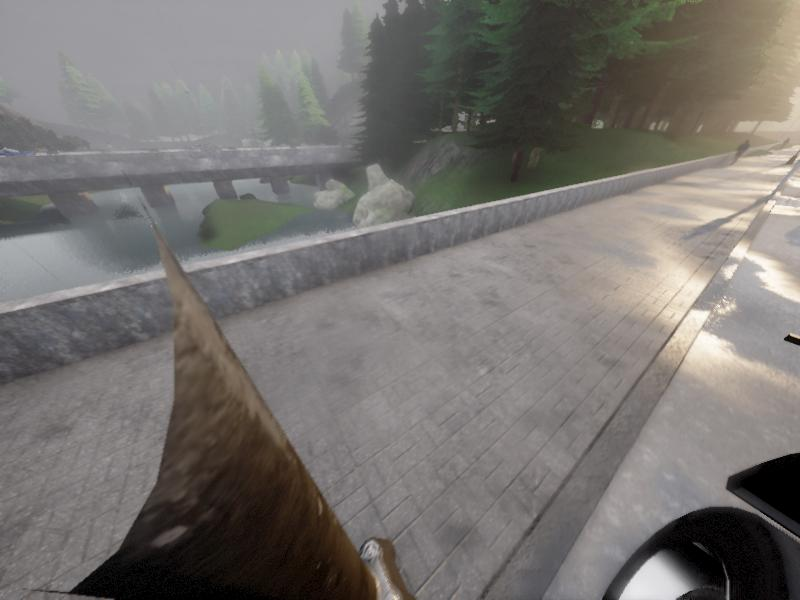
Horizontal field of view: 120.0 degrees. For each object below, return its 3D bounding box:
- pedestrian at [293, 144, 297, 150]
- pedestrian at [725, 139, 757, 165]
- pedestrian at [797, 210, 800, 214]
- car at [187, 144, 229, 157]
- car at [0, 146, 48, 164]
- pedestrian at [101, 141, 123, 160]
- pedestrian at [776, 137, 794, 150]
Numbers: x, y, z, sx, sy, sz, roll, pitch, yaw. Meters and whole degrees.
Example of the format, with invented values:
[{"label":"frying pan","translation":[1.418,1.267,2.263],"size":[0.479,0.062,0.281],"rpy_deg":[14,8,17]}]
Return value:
[{"label":"pedestrian","translation":[-22.015,-32.125,48.419],"size":[0.500,1.100,0.500],"rpy_deg":[-24,41,-29]},{"label":"pedestrian","translation":[29.350,-12.734,19.889],"size":[0.751,1.860,0.751],"rpy_deg":[-25,42,-31]},{"label":"pedestrian","translation":[14.171,-3.581,7.215],"size":[0.751,1.860,0.751],"rpy_deg":[-6,36,-8]},{"label":"car","translation":[-29.148,-22.884,35.231],"size":[4.514,1.525,2.007],"rpy_deg":[-22,41,-27]},{"label":"car","translation":[-45.122,-16.540,26.352],"size":[5.008,1.535,1.882],"rpy_deg":[-22,40,-27]},{"label":"pedestrian","translation":[-33.993,-17.637,27.321],"size":[0.751,1.860,0.751],"rpy_deg":[-19,39,-25]},{"label":"pedestrian","translation":[66.028,-26.866,39.635],"size":[0.751,1.860,0.751],"rpy_deg":[-22,41,-28]}]
